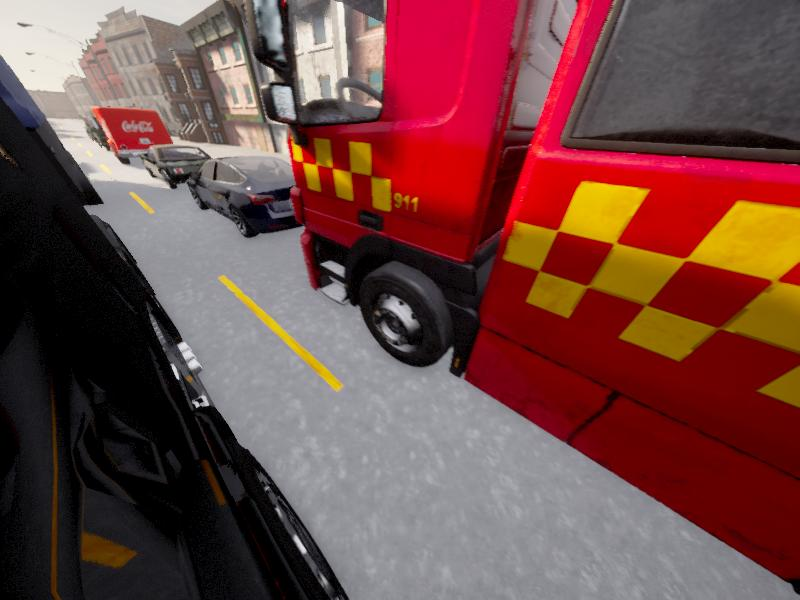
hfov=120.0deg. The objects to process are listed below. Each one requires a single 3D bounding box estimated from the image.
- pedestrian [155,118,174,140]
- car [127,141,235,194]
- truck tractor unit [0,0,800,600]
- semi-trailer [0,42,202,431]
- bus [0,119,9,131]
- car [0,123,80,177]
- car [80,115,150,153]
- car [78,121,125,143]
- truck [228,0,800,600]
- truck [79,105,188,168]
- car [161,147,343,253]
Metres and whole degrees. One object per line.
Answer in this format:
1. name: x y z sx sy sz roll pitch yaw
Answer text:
1. pedestrian: -26.035 -18.904 25.565 0.751 1.860 0.751 -17 41 -25
2. car: -9.082 -5.640 9.552 4.718 1.301 1.895 28 43 29
3. truck tractor unit: -2.645 -0.295 0.351 6.516 4.208 3.053 28 44 30
4. semi-trailer: -8.699 -3.601 4.231 14.254 4.402 2.717 28 44 30
5. bus: -53.049 -20.878 24.714 3.944 4.253 10.273 20 40 22
6. car: -17.085 -6.944 10.481 4.611 1.667 2.242 27 43 29
7. car: -21.737 -12.702 17.587 5.566 2.045 2.150 28 44 30
8. car: -28.959 -16.316 22.406 4.514 1.525 2.007 28 44 30
9. truck: 2.855 -0.399 1.170 8.468 3.827 2.891 28 43 29
10. truck: -15.156 -9.367 13.177 5.204 2.467 2.627 28 44 30
11. car: -4.007 -3.019 6.206 4.792 1.488 2.163 28 44 30
